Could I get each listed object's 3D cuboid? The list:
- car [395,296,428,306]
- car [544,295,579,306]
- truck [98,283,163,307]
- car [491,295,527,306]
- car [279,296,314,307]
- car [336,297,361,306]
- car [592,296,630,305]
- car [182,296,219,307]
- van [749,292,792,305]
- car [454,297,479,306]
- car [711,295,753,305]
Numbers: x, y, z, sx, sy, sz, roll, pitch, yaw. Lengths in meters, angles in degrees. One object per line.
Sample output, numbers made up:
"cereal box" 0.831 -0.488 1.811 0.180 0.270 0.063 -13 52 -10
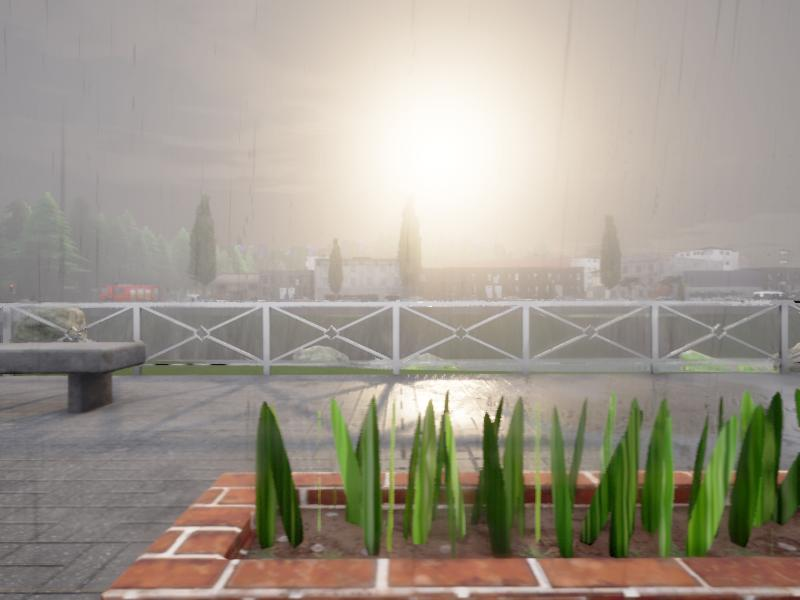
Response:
"car" 1.822 0.149 64.360 5.238 1.638 1.930 0 0 0
"car" 25.910 0.069 64.387 4.856 1.649 2.033 0 0 0
"truck" -43.238 -0.802 64.316 8.468 3.827 2.891 0 0 0
"car" 17.567 0.098 64.376 5.238 1.638 1.930 0 0 0
"car" -16.600 0.217 64.338 5.027 1.651 2.152 0 0 0
"car" -8.207 0.263 64.346 3.806 1.475 1.970 0 0 0
"car" 33.879 0.071 64.397 4.974 1.542 2.038 0 0 0
"car" -32.054 0.264 64.323 4.856 1.649 2.033 0 0 0
"van" 55.926 -0.221 60.421 4.480 2.038 2.069 0 0 0
"car" 10.686 0.203 64.365 3.806 1.475 1.970 0 0 0
"car" 53.402 -0.016 64.417 5.238 1.638 1.930 0 0 0
